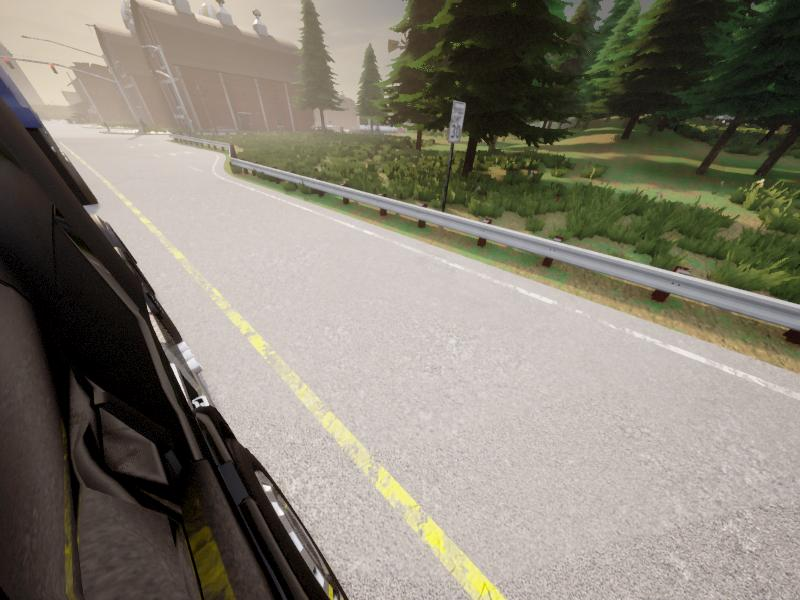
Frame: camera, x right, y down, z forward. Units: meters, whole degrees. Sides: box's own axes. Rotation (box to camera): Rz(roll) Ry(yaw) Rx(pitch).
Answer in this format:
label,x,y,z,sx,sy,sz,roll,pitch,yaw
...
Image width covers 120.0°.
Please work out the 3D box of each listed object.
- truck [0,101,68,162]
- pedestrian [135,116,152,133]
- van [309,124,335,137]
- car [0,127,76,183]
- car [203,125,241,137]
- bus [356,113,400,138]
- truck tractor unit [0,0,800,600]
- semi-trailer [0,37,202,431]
label,x,y,z,sx,sy,sz,roll,pitch,yaw
truck,-21.925,-9.538,12.950,5.204,2.467,2.627,27,43,28
pedestrian,-36.251,-24.746,32.647,0.751,1.860,0.751,23,41,25
van,-15.959,-34.969,47.740,2.069,2.038,4.480,28,43,29
car,-16.060,-6.230,9.718,4.902,1.511,2.128,27,43,29
car,-27.761,-26.435,36.143,1.994,1.385,4.181,27,43,29
bus,-4.825,-40.448,53.905,3.944,4.253,10.273,28,43,29
truck tractor unit,-2.645,-0.295,0.351,6.516,4.208,3.053,28,44,30
semi-trailer,-8.745,-3.574,4.180,14.254,4.402,2.717,28,43,29
